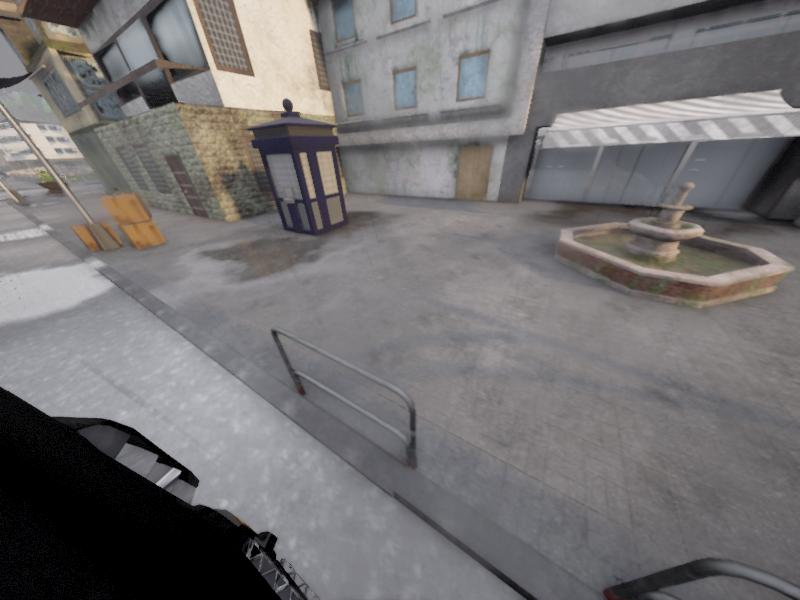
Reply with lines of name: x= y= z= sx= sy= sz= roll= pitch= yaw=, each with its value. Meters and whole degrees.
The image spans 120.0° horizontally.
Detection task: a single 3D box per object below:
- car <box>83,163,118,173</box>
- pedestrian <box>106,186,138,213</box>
car: x=-86.092 y=-38.072 z=66.409 sx=2.150 sy=2.045 sz=5.566 roll=17 pitch=38 yaw=27
pedestrian: x=-13.220 y=-4.773 z=10.993 sx=0.500 sy=1.100 sz=0.500 roll=24 pitch=42 yaw=35
